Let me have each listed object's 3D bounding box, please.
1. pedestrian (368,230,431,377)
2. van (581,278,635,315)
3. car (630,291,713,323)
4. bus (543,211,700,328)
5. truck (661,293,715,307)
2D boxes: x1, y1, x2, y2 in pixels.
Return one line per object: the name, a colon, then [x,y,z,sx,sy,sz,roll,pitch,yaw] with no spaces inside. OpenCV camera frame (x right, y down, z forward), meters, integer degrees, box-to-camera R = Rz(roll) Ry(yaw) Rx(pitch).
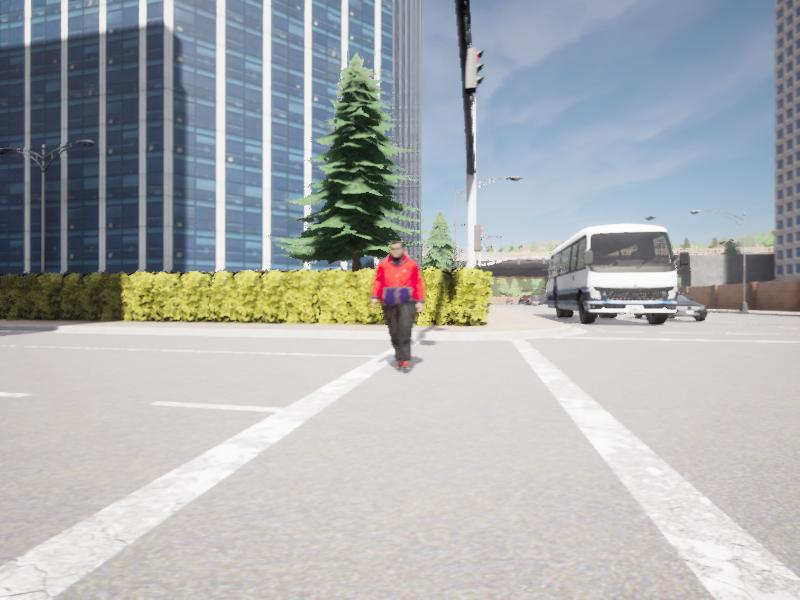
pedestrian: [0.014,0.040,5.489,0.751,1.860,0.751,0,0,9]
van: [15.500,-0.242,30.192,1.988,2.561,5.915,0,0,11]
car: [13.536,0.298,20.329,1.812,1.442,4.674,0,0,11]
bus: [10.020,-1.110,19.997,3.944,4.253,10.273,0,0,11]
truck: [43.830,-0.026,61.028,6.274,2.098,2.390,0,0,11]
